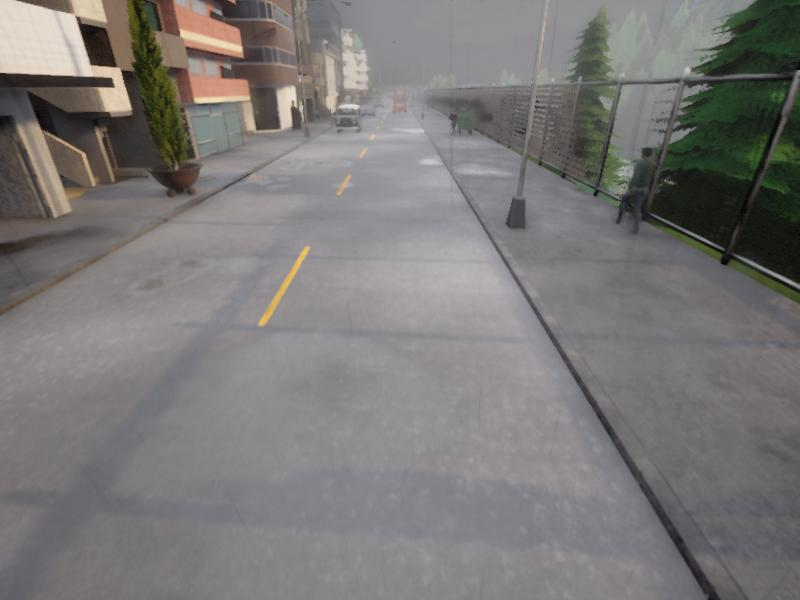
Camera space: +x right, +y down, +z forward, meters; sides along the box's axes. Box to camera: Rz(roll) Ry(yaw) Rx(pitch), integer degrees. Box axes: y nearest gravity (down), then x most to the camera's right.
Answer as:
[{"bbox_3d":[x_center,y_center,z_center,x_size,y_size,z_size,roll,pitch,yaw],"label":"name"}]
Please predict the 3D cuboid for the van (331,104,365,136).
[{"bbox_3d":[-4.009,-14.306,31.623,2.069,2.038,4.480,0,28,0],"label":"van"}]

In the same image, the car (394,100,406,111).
[{"bbox_3d":[-0.022,-36.079,73.996,2.152,1.651,5.027,0,28,0],"label":"car"}]

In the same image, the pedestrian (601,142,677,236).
[{"bbox_3d":[5.172,-2.425,8.771,0.751,1.860,0.751,-1,28,-1],"label":"pedestrian"}]

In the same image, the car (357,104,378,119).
[{"bbox_3d":[-4.014,-23.747,50.280,2.163,1.488,4.792,0,28,0],"label":"car"}]

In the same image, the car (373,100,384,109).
[{"bbox_3d":[-4.020,-37.450,76.481,1.816,1.474,4.193,0,28,0],"label":"car"}]

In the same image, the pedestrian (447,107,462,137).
[{"bbox_3d":[3.783,-12.471,27.990,0.751,1.860,0.751,-5,28,-8],"label":"pedestrian"}]

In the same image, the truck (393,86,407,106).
[{"bbox_3d":[-0.024,-45.796,89.889,2.891,3.827,8.468,0,28,0],"label":"truck"}]

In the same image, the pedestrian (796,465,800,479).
[{"bbox_3d":[3.534,0.853,2.511,0.751,1.860,0.751,12,30,22],"label":"pedestrian"}]

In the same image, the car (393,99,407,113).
[{"bbox_3d":[-0.018,-30.185,62.240,2.097,1.767,4.553,0,28,0],"label":"car"}]
